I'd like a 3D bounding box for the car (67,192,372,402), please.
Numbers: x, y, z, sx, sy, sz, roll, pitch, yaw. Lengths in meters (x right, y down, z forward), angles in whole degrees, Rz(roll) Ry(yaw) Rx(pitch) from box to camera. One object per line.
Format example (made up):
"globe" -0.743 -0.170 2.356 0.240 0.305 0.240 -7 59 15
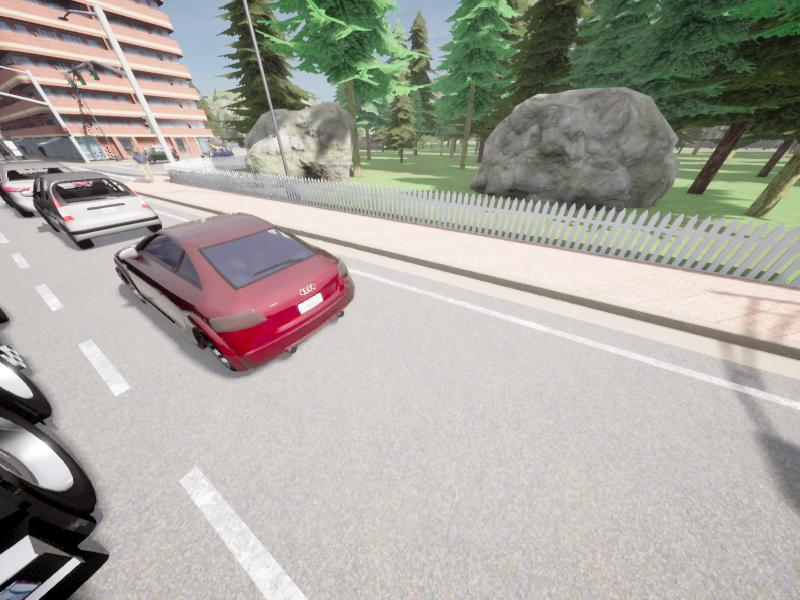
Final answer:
"car" -2.772 -0.596 3.675 4.181 1.385 1.994 20 40 26

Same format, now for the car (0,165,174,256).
"car" -8.950 -2.774 6.639 3.988 1.617 1.851 18 39 25

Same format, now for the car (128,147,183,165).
"car" -27.801 -16.510 26.449 1.789 1.549 3.705 11 36 15

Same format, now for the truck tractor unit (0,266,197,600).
"truck tractor unit" -5.114 -0.298 0.774 6.516 4.208 3.053 18 39 24

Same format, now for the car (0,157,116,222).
"car" -14.320 -4.612 9.262 4.611 1.667 2.242 19 39 25

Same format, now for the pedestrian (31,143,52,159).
"pedestrian" -51.763 -21.559 33.395 0.751 1.860 0.751 19 39 26

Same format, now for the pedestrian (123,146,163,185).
"pedestrian" -14.816 -7.780 13.339 0.751 1.860 0.751 26 43 33

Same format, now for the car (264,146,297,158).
"car" -18.444 -23.064 35.928 2.033 1.411 5.357 2 35 4
